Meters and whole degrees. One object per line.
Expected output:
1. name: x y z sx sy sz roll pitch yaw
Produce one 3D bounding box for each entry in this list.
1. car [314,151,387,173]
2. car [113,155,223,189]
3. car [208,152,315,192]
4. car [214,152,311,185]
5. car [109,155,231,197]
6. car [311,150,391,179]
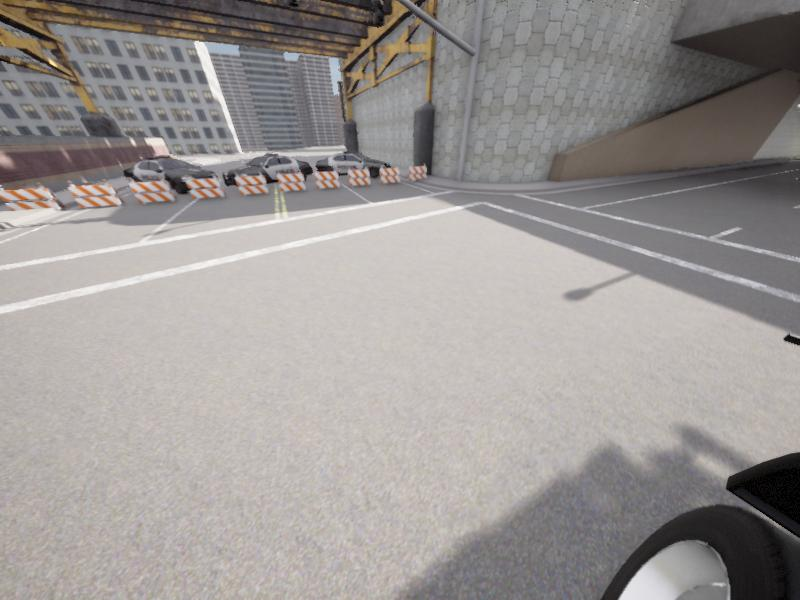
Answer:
1. car: -3.280 -9.579 16.003 4.536 1.218 1.853 2 35 4
2. car: -12.067 -6.793 12.130 4.536 1.218 1.853 11 37 16
3. car: -7.811 -7.757 13.731 2.038 1.542 4.974 18 39 24
4. car: -7.787 -7.913 13.678 1.853 1.218 4.536 18 39 24
5. car: -12.017 -6.654 12.207 4.974 1.542 2.038 11 37 16
6. car: -3.228 -9.448 16.089 4.974 1.542 2.038 2 35 4
